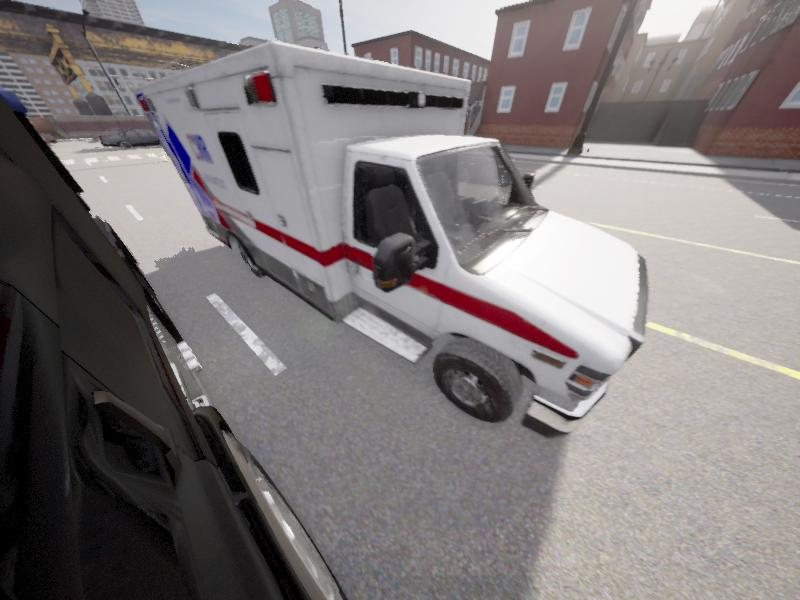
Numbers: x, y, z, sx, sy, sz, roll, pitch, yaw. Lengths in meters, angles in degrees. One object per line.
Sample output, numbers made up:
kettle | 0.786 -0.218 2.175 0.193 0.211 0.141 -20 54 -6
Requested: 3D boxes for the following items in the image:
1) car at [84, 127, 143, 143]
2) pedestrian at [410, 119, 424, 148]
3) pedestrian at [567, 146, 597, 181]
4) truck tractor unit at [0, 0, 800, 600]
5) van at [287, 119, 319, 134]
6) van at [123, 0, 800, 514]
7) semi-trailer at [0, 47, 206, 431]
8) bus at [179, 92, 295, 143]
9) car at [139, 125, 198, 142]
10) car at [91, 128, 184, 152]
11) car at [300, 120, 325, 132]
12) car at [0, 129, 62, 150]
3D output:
car | -34.482 -20.055 27.965 1.994 1.385 4.181 27 46 30
pedestrian | 1.381 -13.555 18.769 0.751 1.860 0.751 26 45 29
pedestrian | 11.869 -8.932 15.096 0.751 1.860 0.751 31 48 33
truck tractor unit | -2.645 -0.295 0.351 6.516 4.208 3.053 28 43 30
van | -16.758 -30.148 40.102 1.775 1.987 4.442 27 46 30
van | -0.719 -1.319 3.122 6.366 2.431 2.351 27 46 30
semi-trailer | -8.955 -3.326 4.100 14.254 4.402 2.717 25 45 29
bus | -19.319 -22.474 28.580 3.944 4.253 10.273 27 46 30
car | -28.819 -20.947 28.948 1.837 1.490 4.892 27 46 30
car | -23.593 -14.648 21.012 2.033 1.411 5.357 27 46 30
car | -16.744 -33.508 44.436 1.905 1.878 3.866 27 46 30
car | -36.558 -15.131 21.727 2.033 1.411 5.357 27 46 30
